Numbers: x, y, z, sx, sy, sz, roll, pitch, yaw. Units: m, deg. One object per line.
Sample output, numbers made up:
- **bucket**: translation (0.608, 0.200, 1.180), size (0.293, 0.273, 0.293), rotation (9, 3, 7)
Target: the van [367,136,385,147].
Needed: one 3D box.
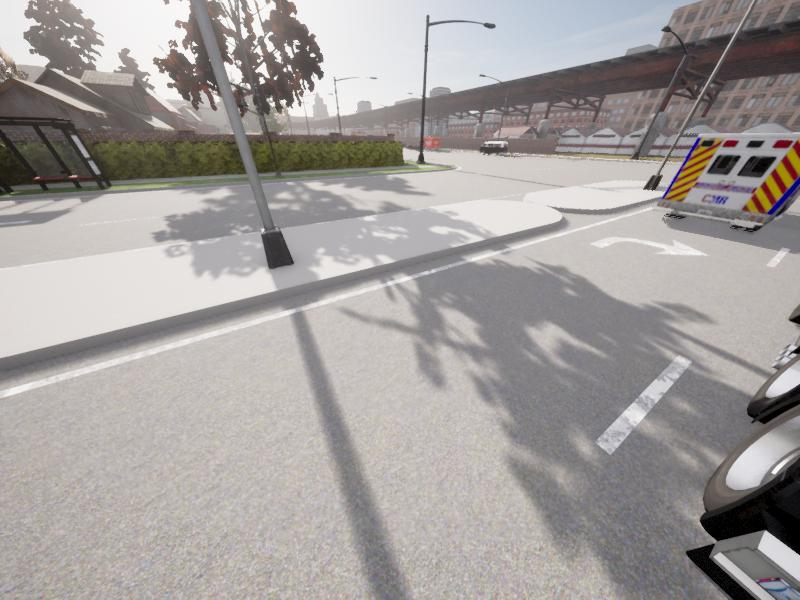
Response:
- **van**: translation (-6.926, -45.654, 66.397), size (2.351, 2.431, 6.366), rotation (-18, 40, -24)

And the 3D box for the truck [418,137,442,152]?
- **truck**: translation (6.694, -35.674, 52.918), size (2.627, 2.467, 5.204), rotation (-18, 41, -24)

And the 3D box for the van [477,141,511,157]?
- **van**: translation (15.751, -25.480, 38.910), size (2.069, 2.038, 4.480), rotation (-25, 42, -32)

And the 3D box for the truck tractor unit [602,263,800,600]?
- **truck tractor unit**: translation (5.108, -0.303, 0.783), size (6.516, 4.208, 3.053), rotation (-18, 39, -24)

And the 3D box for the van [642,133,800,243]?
- **van**: translation (11.646, -4.010, 7.717), size (6.366, 2.431, 2.351), rotation (-18, 39, -24)

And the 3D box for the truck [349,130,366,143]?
- **truck**: translation (-15.443, -59.230, 83.696), size (2.891, 3.827, 8.468), rotation (-18, 40, -24)
